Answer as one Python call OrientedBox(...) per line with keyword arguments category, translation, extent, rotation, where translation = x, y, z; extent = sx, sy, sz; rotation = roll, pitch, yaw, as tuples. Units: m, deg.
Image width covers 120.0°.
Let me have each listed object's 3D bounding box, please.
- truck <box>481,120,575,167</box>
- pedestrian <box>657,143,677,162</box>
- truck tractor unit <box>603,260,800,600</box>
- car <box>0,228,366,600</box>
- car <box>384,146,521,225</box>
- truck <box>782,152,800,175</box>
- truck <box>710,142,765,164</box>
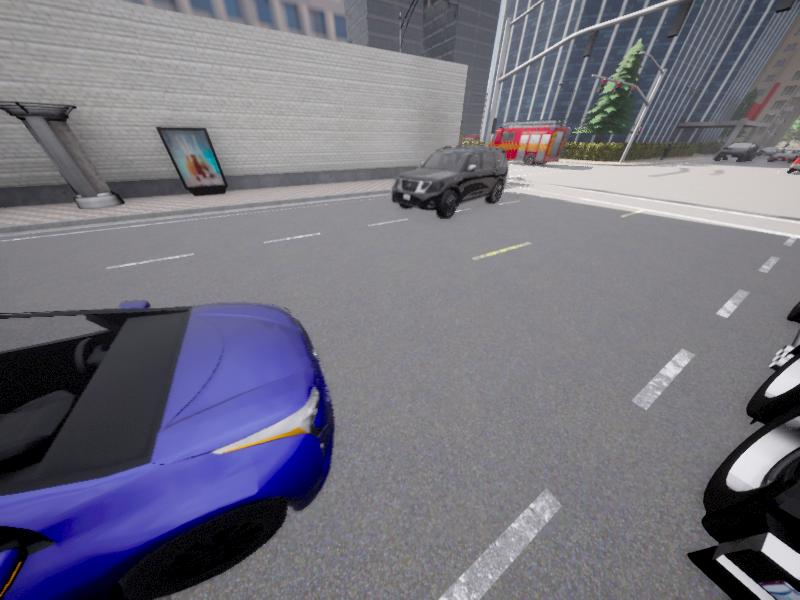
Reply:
OrientedBox(category="truck", translation=(13.848, -17.758, 26.291), extent=(2.891, 3.827, 8.468), rotation=(-18, 39, -25))
OrientedBox(category="pedestrian", translation=(32.131, -17.800, 27.817), extent=(0.751, 1.860, 0.751), rotation=(-19, 39, -26))
OrientedBox(category="truck tractor unit", translation=(5.112, -0.297, 0.803), extent=(6.516, 4.208, 3.053), rotation=(-18, 39, -25))
OrientedBox(category="car", translation=(-2.719, 1.033, 1.145), extent=(4.514, 1.525, 2.007), rotation=(-18, 39, -24))
OrientedBox(category="car", translation=(2.206, -4.776, 9.057), extent=(5.566, 2.045, 2.150), rotation=(-29, 44, -35))
OrientedBox(category="truck", translation=(35.781, -11.972, 19.289), extent=(5.204, 2.467, 2.627), rotation=(-19, 39, -24))
OrientedBox(category="truck", translation=(43.394, -18.955, 29.666), extent=(6.274, 2.098, 2.390), rotation=(-18, 39, -24))
